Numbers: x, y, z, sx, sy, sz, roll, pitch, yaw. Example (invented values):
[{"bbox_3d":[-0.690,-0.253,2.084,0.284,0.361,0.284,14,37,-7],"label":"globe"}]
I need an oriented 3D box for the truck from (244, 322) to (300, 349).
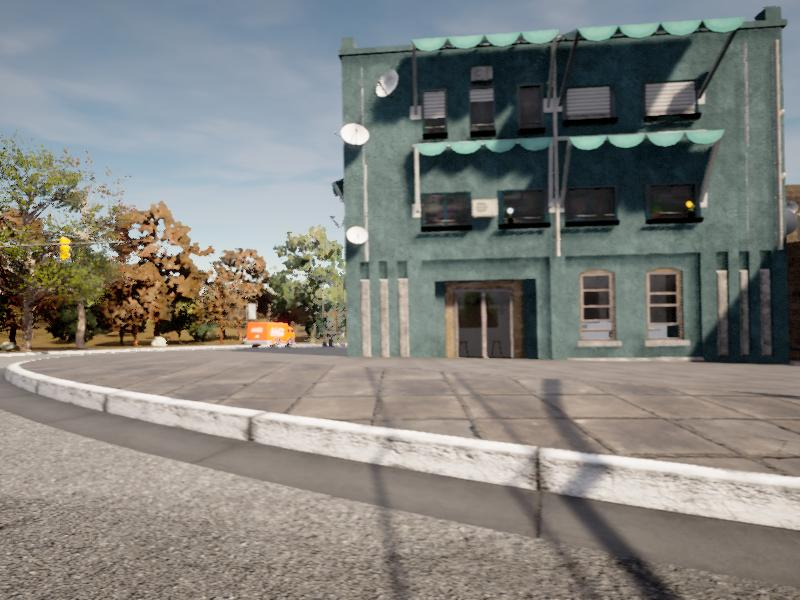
[{"bbox_3d":[-12.515,3.545,39.628,2.627,2.467,5.204,-1,-6,18],"label":"truck"}]
